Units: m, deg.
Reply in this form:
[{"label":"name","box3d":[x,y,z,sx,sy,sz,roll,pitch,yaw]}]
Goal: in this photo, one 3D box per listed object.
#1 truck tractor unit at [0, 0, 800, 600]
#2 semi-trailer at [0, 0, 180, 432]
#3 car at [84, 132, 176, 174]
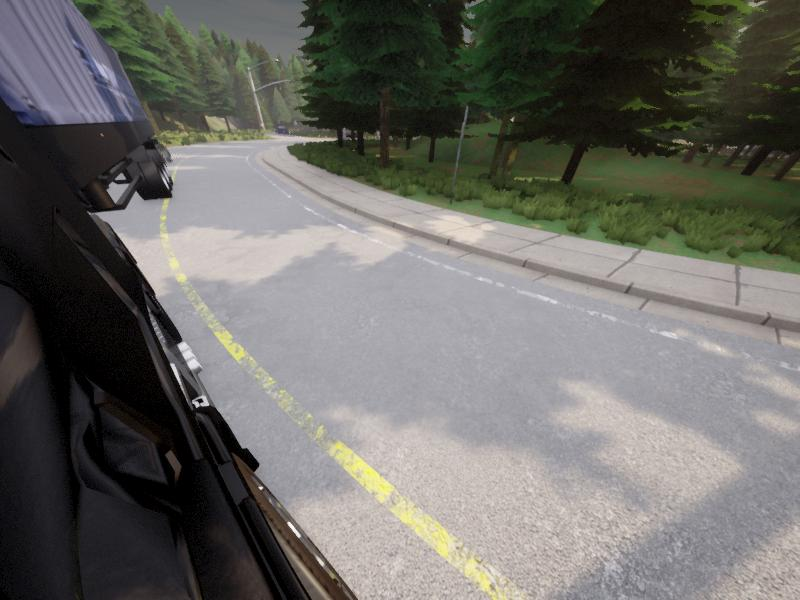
[{"label":"truck tractor unit","box3d":[-2.645,-0.295,0.351,6.516,4.208,3.053,28,44,30]},{"label":"semi-trailer","box3d":[-7.740,-4.125,4.980,2.717,4.402,14.254,-23,44,-30]},{"label":"car","box3d":[-13.533,-7.699,11.943,1.994,1.385,4.181,-19,42,-26]}]
